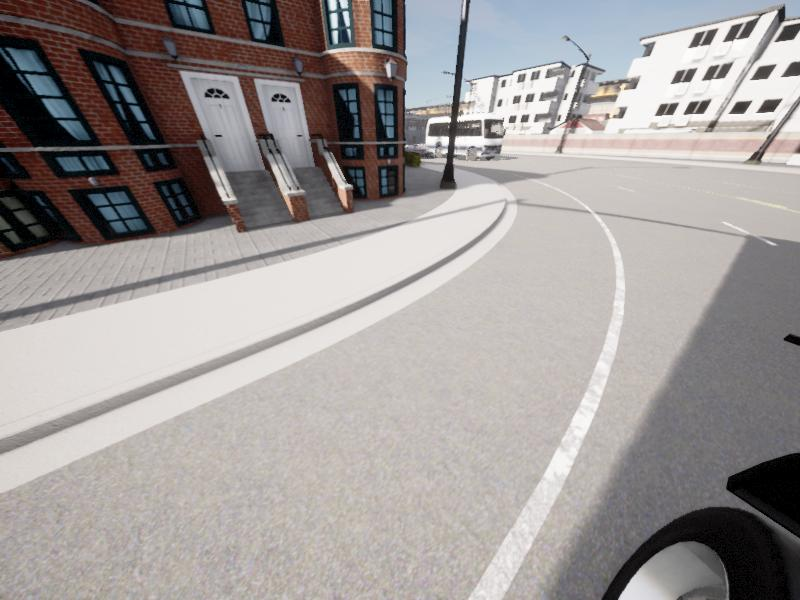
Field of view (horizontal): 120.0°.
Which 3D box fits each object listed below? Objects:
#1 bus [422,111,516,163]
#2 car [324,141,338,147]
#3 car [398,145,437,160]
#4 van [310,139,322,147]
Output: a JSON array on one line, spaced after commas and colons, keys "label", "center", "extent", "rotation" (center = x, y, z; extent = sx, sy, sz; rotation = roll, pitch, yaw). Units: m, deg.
[{"label": "bus", "center": [7.411, -19.200, 27.397], "extent": [3.944, 4.253, 10.273], "rotation": [-20, 40, -26]}, {"label": "car", "center": [-21.231, -48.030, 71.267], "extent": [2.038, 1.542, 4.974], "rotation": [-23, 40, -29]}, {"label": "car", "center": [2.080, -18.860, 29.433], "extent": [2.033, 1.411, 5.357], "rotation": [-21, 40, -26]}, {"label": "van", "center": [-32.028, -59.795, 88.035], "extent": [1.988, 2.561, 5.915], "rotation": [-23, 41, -29]}]
